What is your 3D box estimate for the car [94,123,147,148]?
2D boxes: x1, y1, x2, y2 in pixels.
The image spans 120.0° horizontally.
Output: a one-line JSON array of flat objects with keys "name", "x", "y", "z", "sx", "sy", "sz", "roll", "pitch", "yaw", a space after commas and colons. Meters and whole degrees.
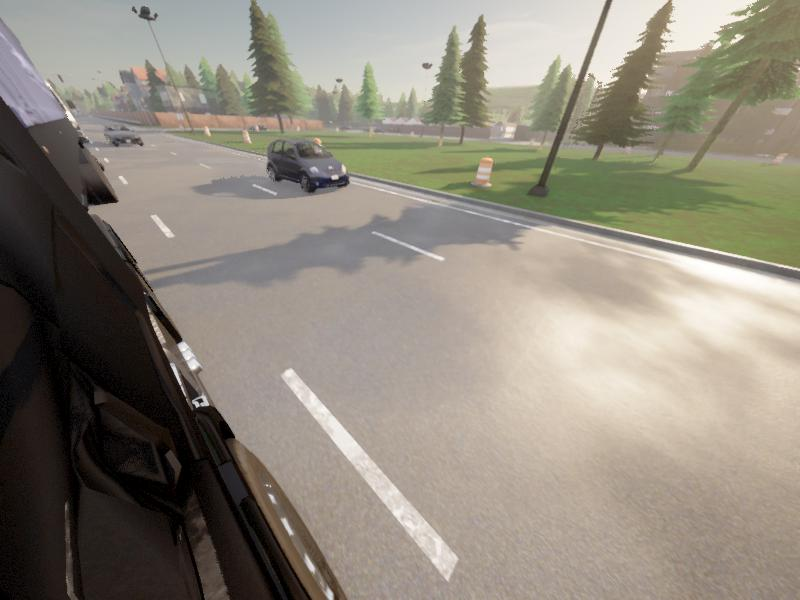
[{"name": "car", "x": -23.077, "y": -13.615, "z": 19.074, "sx": 4.193, "sy": 1.474, "sz": 1.816, "roll": 27, "pitch": 44, "yaw": 29}]

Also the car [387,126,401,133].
[{"name": "car", "x": -2.142, "y": -57.362, "z": 77.784, "sx": 4.605, "sy": 1.855, "sz": 1.932, "roll": 30, "pitch": 45, "yaw": 31}]

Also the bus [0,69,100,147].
[{"name": "bus", "x": -29.968, "y": -15.846, "z": 19.322, "sx": 10.273, "sy": 4.253, "sz": 3.944, "roll": 30, "pitch": 45, "yaw": 31}]

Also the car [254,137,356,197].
[{"name": "car", "x": -3.895, "y": -5.603, "z": 9.477, "sx": 3.988, "sy": 1.617, "sz": 1.851, "roll": 29, "pitch": 45, "yaw": 31}]

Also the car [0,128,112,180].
[{"name": "car", "x": -15.325, "y": -6.728, "z": 10.392, "sx": 4.902, "sy": 1.511, "sz": 2.128, "roll": 28, "pitch": 45, "yaw": 30}]

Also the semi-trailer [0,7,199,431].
[{"name": "semi-trailer", "x": -8.527, "y": -3.718, "z": 4.386, "sx": 14.254, "sy": 4.402, "sz": 2.717, "roll": 30, "pitch": 45, "yaw": 32}]

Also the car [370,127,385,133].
[{"name": "car", "x": -7.162, "y": -54.369, "z": 73.896, "sx": 4.902, "sy": 1.511, "sz": 2.128, "roll": 30, "pitch": 45, "yaw": 31}]

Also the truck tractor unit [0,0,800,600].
[{"name": "truck tractor unit", "x": -2.645, "y": -0.295, "z": 0.351, "sx": 6.516, "sy": 4.208, "sz": 3.053, "roll": 28, "pitch": 44, "yaw": 30}]

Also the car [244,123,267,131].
[{"name": "car", "x": -32.769, "y": -39.320, "z": 52.498, "sx": 1.970, "sy": 1.475, "sz": 3.806, "roll": 26, "pitch": 43, "yaw": 28}]
